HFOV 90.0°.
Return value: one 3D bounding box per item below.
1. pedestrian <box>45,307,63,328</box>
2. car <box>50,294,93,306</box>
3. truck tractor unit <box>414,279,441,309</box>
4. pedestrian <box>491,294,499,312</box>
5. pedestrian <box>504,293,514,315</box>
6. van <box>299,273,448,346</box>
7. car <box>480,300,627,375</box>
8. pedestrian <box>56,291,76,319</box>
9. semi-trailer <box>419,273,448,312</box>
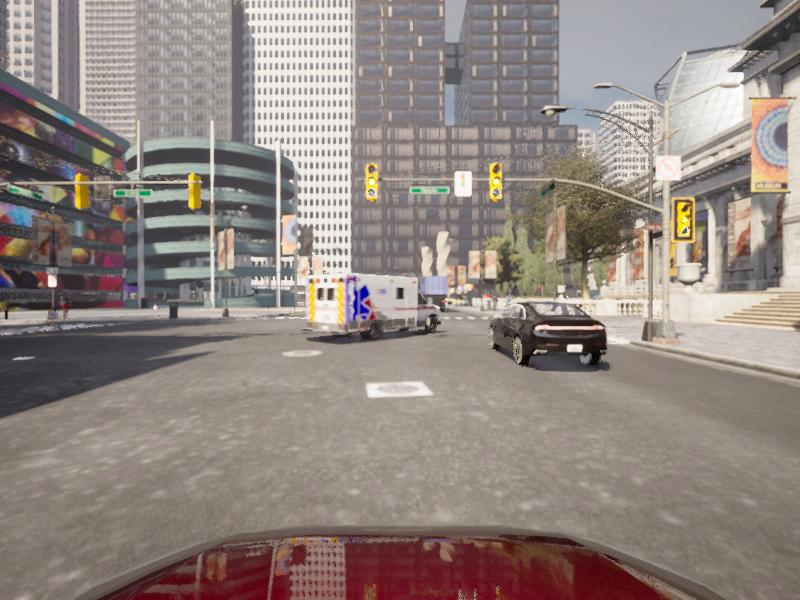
[{"bbox_3d":[-18.485,0.907,21.387,0.500,1.100,0.500,0,0,1],"label":"pedestrian"},{"bbox_3d":[-57.790,0.010,70.451,5.566,2.045,2.435,0,0,0],"label":"car"},{"bbox_3d":[4.033,-0.830,59.983,3.053,4.208,6.516,1,0,-4],"label":"truck tractor unit"},{"bbox_3d":[9.963,0.270,41.862,0.751,1.860,0.751,0,0,8],"label":"pedestrian"},{"bbox_3d":[9.339,0.309,34.352,0.751,1.860,0.751,0,0,9],"label":"pedestrian"},{"bbox_3d":[-0.795,0.292,16.577,2.351,2.431,6.366,1,1,41],"label":"van"},{"bbox_3d":[3.685,0.781,10.792,2.128,1.511,4.902,0,0,1],"label":"car"},{"bbox_3d":[-22.844,0.344,27.357,0.751,1.860,0.751,0,0,12],"label":"pedestrian"},{"bbox_3d":[4.124,-0.888,52.068,2.717,4.402,14.254,0,0,0],"label":"semi-trailer"}]
